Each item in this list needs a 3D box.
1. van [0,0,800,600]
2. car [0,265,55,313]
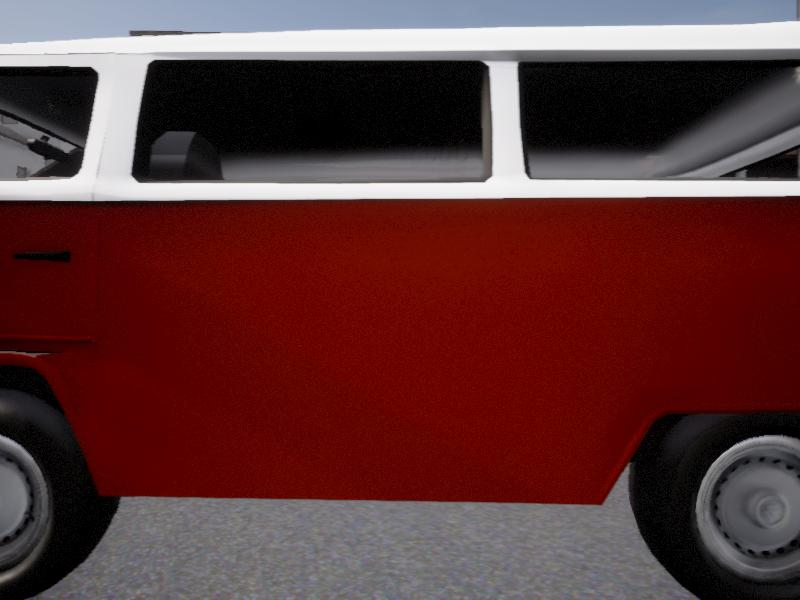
[{"bbox_3d":[-0.139,-0.025,2.063,4.480,2.038,2.069,0,0,1],"label":"van"},{"bbox_3d":[-17.487,-0.382,17.057,1.816,1.474,4.193,0,16,-1],"label":"car"}]
